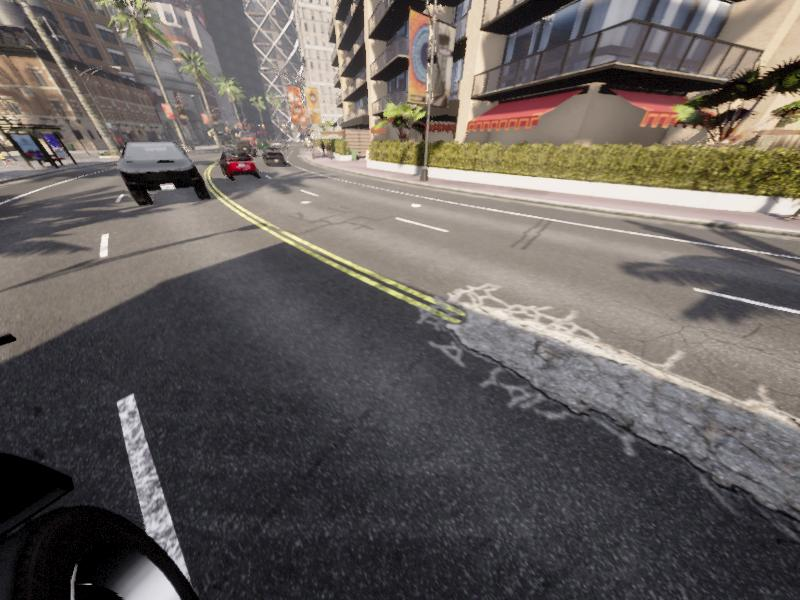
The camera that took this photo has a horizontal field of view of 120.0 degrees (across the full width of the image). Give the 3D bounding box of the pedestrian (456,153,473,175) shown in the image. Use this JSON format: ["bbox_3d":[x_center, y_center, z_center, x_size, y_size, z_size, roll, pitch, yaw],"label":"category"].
[{"bbox_3d":[4.733,-9.981,16.975,0.751,1.300,0.751,-27,43,-34],"label":"pedestrian"}]

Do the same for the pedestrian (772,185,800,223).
[{"bbox_3d":[13.226,-3.409,7.161,0.751,1.860,0.751,17,38,22],"label":"pedestrian"}]

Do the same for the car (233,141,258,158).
[{"bbox_3d":[-21.111,-20.761,31.790,1.905,1.878,3.866,-12,37,-17],"label":"car"}]

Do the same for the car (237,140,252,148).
[{"bbox_3d":[-41.032,-41.194,60.896,2.097,1.767,4.553,-11,36,-16],"label":"car"}]

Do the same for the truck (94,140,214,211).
[{"bbox_3d":[-10.766,-5.996,10.573,2.390,2.098,6.274,-24,42,-31],"label":"truck"}]

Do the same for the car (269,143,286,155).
[{"bbox_3d":[-20.292,-25.170,38.500,1.970,1.475,3.806,-11,37,-16],"label":"car"}]

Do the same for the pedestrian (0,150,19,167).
[{"bbox_3d":[-30.984,-11.079,18.099,0.500,1.100,0.500,-13,37,-19],"label":"pedestrian"}]

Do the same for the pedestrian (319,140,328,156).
[{"bbox_3d":[-10.849,-21.519,32.769,0.751,1.860,0.751,-11,37,-17],"label":"pedestrian"}]

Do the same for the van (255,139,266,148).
[{"bbox_3d":[-38.744,-43.587,64.197,1.775,1.987,4.442,-11,36,-16],"label":"van"}]

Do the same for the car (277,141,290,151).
[{"bbox_3d":[-25.574,-33.879,50.807,1.851,1.617,3.988,-11,36,-16],"label":"car"}]

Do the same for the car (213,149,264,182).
[{"bbox_3d":[-11.140,-9.329,15.856,2.007,1.525,4.514,-23,41,-30],"label":"car"}]

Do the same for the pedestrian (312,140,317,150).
[{"bbox_3d":[-18.955,-34.461,51.224,0.751,1.860,0.751,-17,38,-23],"label":"pedestrian"}]

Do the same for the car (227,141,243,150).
[{"bbox_3d":[-37.455,-35.203,52.541,1.789,1.549,3.705,-11,36,-16],"label":"car"}]

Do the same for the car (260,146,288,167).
[{"bbox_3d":[-12.986,-14.774,23.673,1.837,1.490,4.892,-17,38,-23],"label":"car"}]

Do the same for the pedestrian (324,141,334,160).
[{"bbox_3d":[-8.356,-17.504,27.044,0.751,1.860,0.751,-12,37,-17],"label":"pedestrian"}]

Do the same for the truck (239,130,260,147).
[{"bbox_3d":[-44.504,-47.767,68.489,2.891,3.827,8.468,-11,36,-16],"label":"truck"}]

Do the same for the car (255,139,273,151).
[{"bbox_3d":[-28.269,-32.375,48.217,2.150,2.045,5.566,-10,36,-15],"label":"car"}]
